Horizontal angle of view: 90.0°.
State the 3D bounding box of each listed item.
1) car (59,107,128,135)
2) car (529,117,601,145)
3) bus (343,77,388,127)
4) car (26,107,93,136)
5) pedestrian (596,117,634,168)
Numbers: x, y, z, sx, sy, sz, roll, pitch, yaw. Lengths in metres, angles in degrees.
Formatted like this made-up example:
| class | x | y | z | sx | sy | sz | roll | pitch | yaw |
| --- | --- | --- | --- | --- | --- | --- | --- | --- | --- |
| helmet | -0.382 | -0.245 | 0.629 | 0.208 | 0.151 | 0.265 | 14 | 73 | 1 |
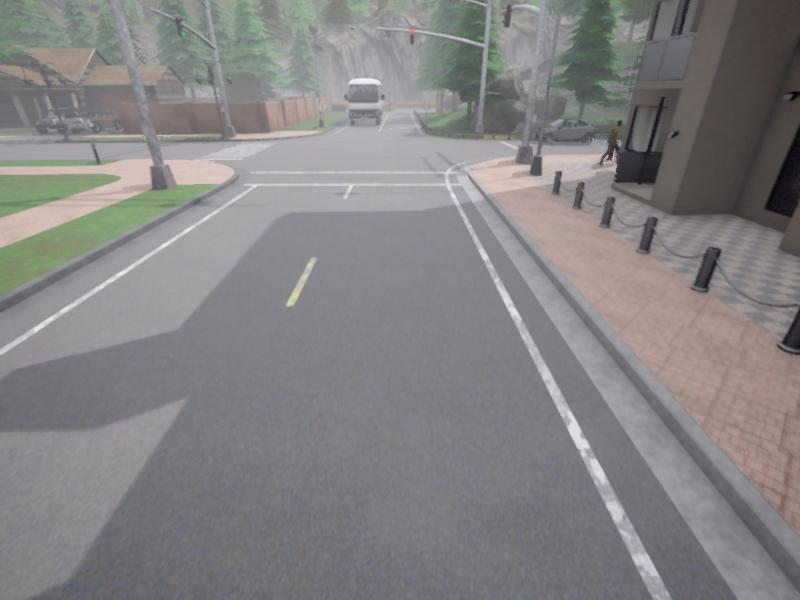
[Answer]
| class | x | y | z | sx | sy | sz | roll | pitch | yaw |
| --- | --- | --- | --- | --- | --- | --- | --- | --- | --- |
| car | -25.064 | -14.820 | 32.979 | 1.932 | 1.855 | 4.605 | -1 | 27 | -1 |
| car | 10.449 | -10.834 | 25.624 | 3.633 | 1.501 | 1.845 | -1 | 27 | -1 |
| bus | -3.443 | -21.525 | 43.371 | 3.944 | 4.253 | 10.273 | 0 | 27 | 0 |
| car | -27.568 | -14.599 | 32.588 | 1.905 | 1.878 | 3.866 | -1 | 27 | -1 |
| pedestrian | 8.829 | -6.482 | 16.496 | 0.751 | 1.860 | 0.751 | -1 | 27 | -2 |
